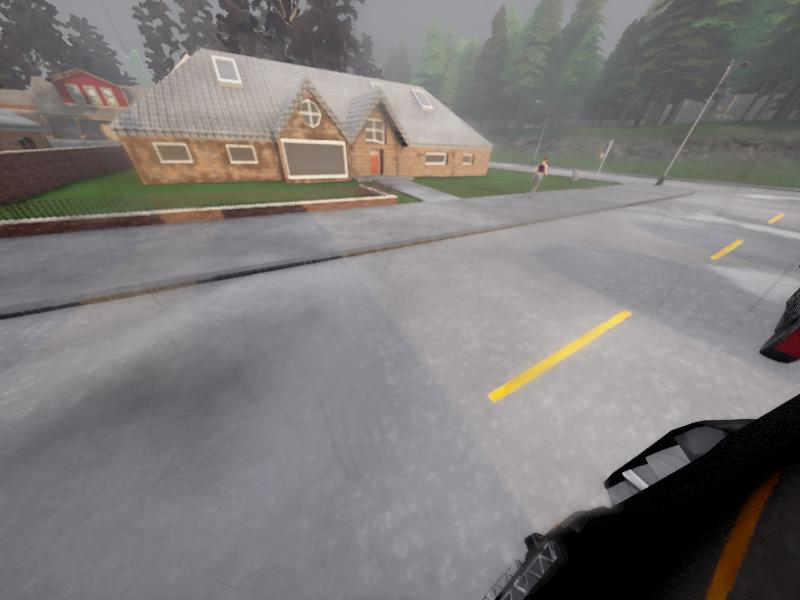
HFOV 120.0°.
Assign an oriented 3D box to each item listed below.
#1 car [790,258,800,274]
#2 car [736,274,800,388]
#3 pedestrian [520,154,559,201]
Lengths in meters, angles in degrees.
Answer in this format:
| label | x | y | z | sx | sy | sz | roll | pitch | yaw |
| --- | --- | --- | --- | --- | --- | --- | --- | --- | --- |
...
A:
| label | x | y | z | sx | sy | sz | roll | pitch | yaw |
| --- | --- | --- | --- | --- | --- | --- | --- | --- | --- |
| car | 11.401 | -1.341 | 5.239 | 4.193 | 1.474 | 1.816 | -16 | 38 | -25 |
| car | 6.353 | 0.138 | 2.668 | 3.633 | 1.501 | 1.845 | -16 | 38 | -26 |
| pedestrian | 6.641 | -5.848 | 11.068 | 0.751 | 1.860 | 0.751 | -14 | 37 | -22 |
